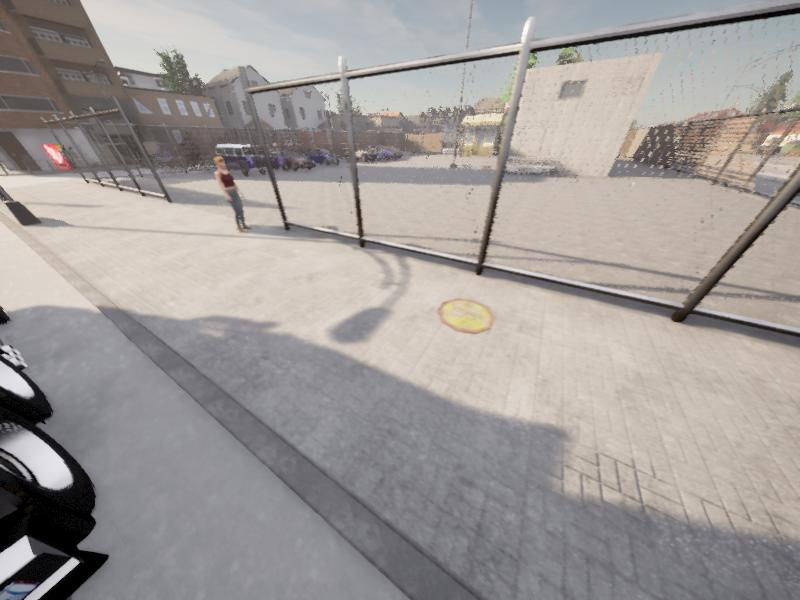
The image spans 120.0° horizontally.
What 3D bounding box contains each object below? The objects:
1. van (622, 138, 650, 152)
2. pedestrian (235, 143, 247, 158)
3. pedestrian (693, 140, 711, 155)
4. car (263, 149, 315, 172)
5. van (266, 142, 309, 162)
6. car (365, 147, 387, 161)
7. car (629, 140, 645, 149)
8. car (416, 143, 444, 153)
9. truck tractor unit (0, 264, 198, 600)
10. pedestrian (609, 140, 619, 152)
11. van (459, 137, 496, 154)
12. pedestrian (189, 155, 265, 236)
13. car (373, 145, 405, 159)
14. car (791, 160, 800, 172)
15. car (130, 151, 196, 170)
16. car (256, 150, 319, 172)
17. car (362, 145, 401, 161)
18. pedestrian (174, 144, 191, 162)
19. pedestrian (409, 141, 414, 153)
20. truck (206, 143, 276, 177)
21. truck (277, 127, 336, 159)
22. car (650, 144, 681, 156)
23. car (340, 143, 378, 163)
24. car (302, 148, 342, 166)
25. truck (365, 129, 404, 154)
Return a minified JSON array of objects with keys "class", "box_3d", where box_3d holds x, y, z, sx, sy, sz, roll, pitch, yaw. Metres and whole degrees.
[{"class":"van","box_3d":[50.654,-33.383,49.743,2.351,2.431,6.366,18,39,24]},{"class":"pedestrian","box_3d":[-23.826,-22.422,34.646,0.751,1.860,0.751,20,40,27]},{"class":"pedestrian","box_3d":[46.753,-23.577,35.760,0.751,1.860,0.751,-18,39,-24]},{"class":"car","box_3d":[-9.922,-12.744,20.959,1.789,1.547,3.705,18,39,24]},{"class":"van","box_3d":[-14.997,-19.934,31.050,2.069,2.038,4.480,18,39,24]},{"class":"car","box_3d":[-2.994,-18.187,28.800,2.207,1.379,1.481,18,39,24]},{"class":"car","box_3d":[64.354,-42.179,62.746,1.905,1.878,3.866,18,39,24]},{"class":"car","box_3d":[6.023,-30.956,47.078,5.366,1.575,1.801,17,38,23]},{"class":"truck tractor unit","box_3d":[-5.117,-0.293,0.781,6.516,4.208,3.053,18,39,24]},{"class":"pedestrian","box_3d":[40.118,-28.922,43.334,0.751,1.860,0.751,18,39,24]},{"class":"van","box_3d":[14.264,-28.614,42.789,5.915,2.561,1.988,18,39,25]},{"class":"pedestrian","box_3d":[-4.521,-2.787,6.213,0.751,1.860,0.751,8,36,12]},{"class":"car","box_3d":[-1.508,-21.229,33.096,4.193,1.474,1.816,18,39,24]},{"class":"car","box_3d":[31.861,-9.828,16.479,2.007,1.525,4.514,17,38,23]},{"class":"car","box_3d":[-24.612,-14.684,24.183,1.994,1.385,4.181,18,39,24]},{"class":"car","box_3d":[-10.173,-12.617,20.905,5.357,1.415,2.033,18,39,24]},{"class":"car","box_3d":[-2.457,-19.502,30.503,4.611,1.667,2.242,18,39,24]},{"class":"pedestrian","box_3d":[-26.939,-18.224,28.627,0.751,1.860,0.751,25,42,32]},{"class":"pedestrian","box_3d":[2.159,-28.810,43.565,0.751,1.860,0.751,14,37,20]},{"class":"truck","box_3d":[-12.300,-10.952,17.987,4.478,2.038,2.069,18,39,24]},{"class":"truck","box_3d":[-14.718,-25.525,37.518,2.891,3.827,8.468,18,39,24]},{"class":"car","box_3d":[40.344,-22.929,35.275,1.816,1.474,4.193,18,39,24]},{"class":"car","box_3d":[-4.825,-17.528,27.505,3.866,1.878,1.905,18,39,24]},{"class":"car","box_3d":[-8.188,-15.108,24.358,3.633,1.501,1.845,18,39,24]},{"class":"truck","box_3d":[-2.866,-32.098,46.846,2.891,3.827,8.468,24,41,31]}]
